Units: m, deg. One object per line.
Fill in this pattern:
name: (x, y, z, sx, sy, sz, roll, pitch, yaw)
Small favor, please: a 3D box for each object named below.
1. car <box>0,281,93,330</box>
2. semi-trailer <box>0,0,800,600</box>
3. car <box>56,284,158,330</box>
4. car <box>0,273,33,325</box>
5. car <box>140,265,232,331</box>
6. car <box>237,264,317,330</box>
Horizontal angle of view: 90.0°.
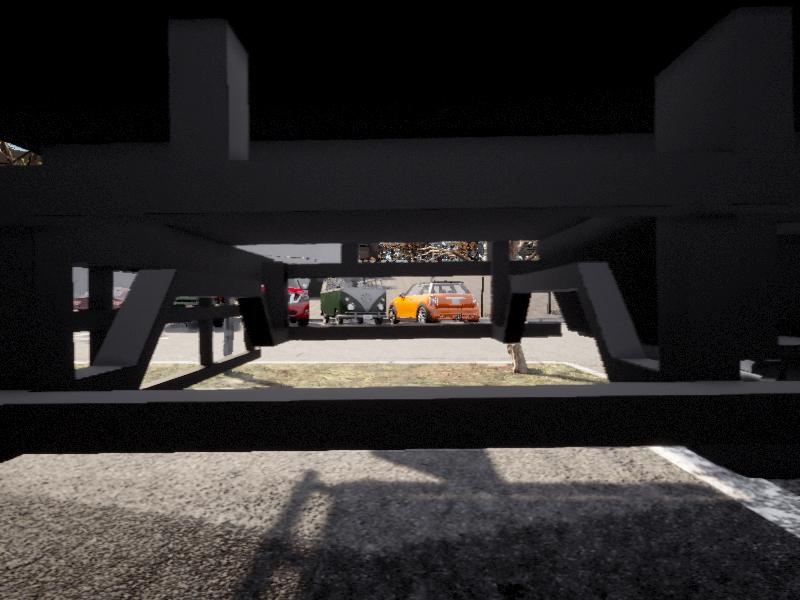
car: (-13.985, 0.214, 15.468, 1.946, 1.575, 5.366, 0, -1, -21)
semi-trailer: (5.864, -1.240, 1.606, 14.254, 4.402, 2.717, 0, 0, 0)
car: (-10.915, 0.257, 15.344, 2.002, 1.452, 4.674, 0, -1, -21)
car: (-16.932, -0.039, 15.266, 2.435, 2.045, 5.566, 0, -1, -21)
car: (-7.920, -0.031, 15.427, 2.435, 2.045, 5.566, 0, -1, -21)
car: (-4.882, -0.028, 15.419, 2.435, 2.045, 5.566, 1, -1, -21)
